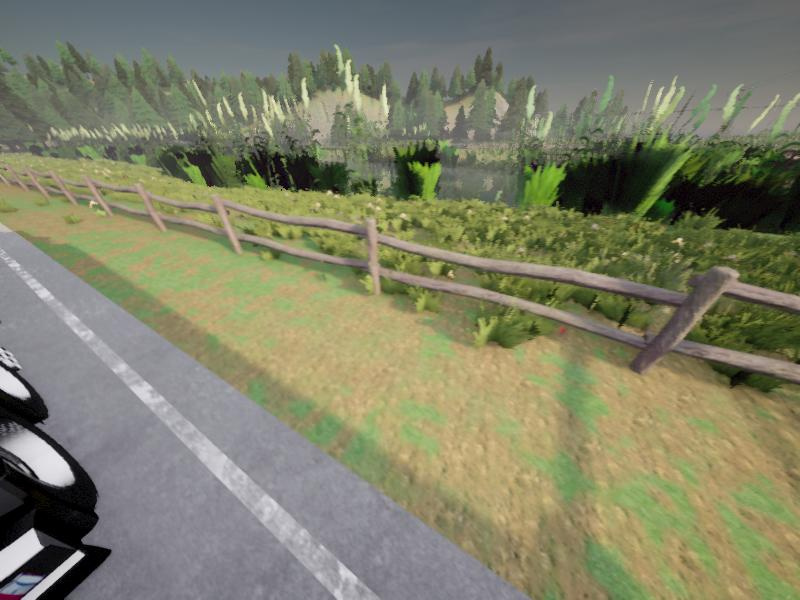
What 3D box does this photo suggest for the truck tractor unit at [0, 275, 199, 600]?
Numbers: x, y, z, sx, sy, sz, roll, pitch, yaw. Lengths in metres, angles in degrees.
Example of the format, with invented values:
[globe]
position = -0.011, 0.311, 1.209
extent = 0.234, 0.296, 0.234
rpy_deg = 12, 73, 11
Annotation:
[truck tractor unit]
position = -5.130, -0.282, 0.754
extent = 6.516, 4.208, 3.053
rpy_deg = 18, 39, 23
